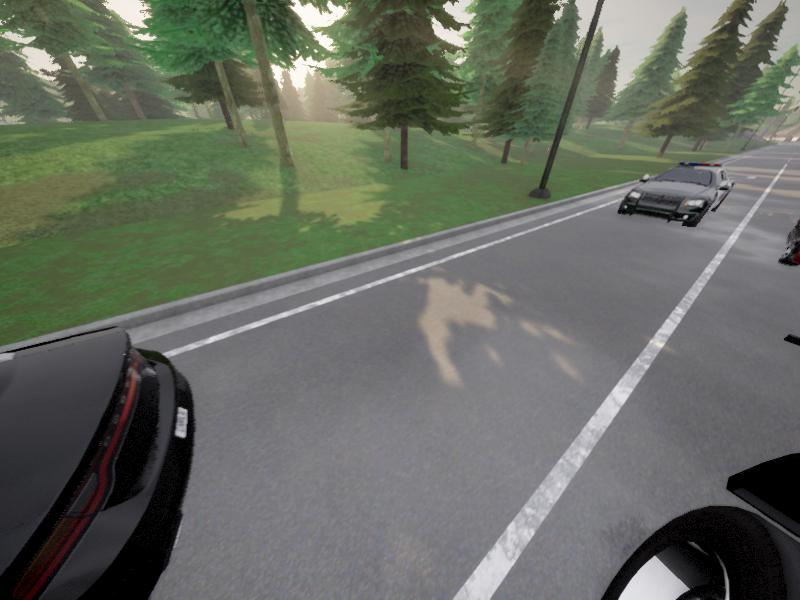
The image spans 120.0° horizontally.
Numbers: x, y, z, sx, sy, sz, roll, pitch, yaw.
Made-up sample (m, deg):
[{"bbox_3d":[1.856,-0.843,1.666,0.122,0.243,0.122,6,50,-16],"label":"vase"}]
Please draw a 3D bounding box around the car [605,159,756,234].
[{"bbox_3d":[9.585,-3.757,7.879,4.974,1.542,2.038,-21,40,-28],"label":"car"}]

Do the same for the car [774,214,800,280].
[{"bbox_3d":[9.824,-1.339,4.574,4.181,1.385,1.994,-22,41,-28],"label":"car"}]

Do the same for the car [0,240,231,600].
[{"bbox_3d":[-3.695,1.550,0.318,5.238,1.638,1.930,-22,41,-28],"label":"car"}]
